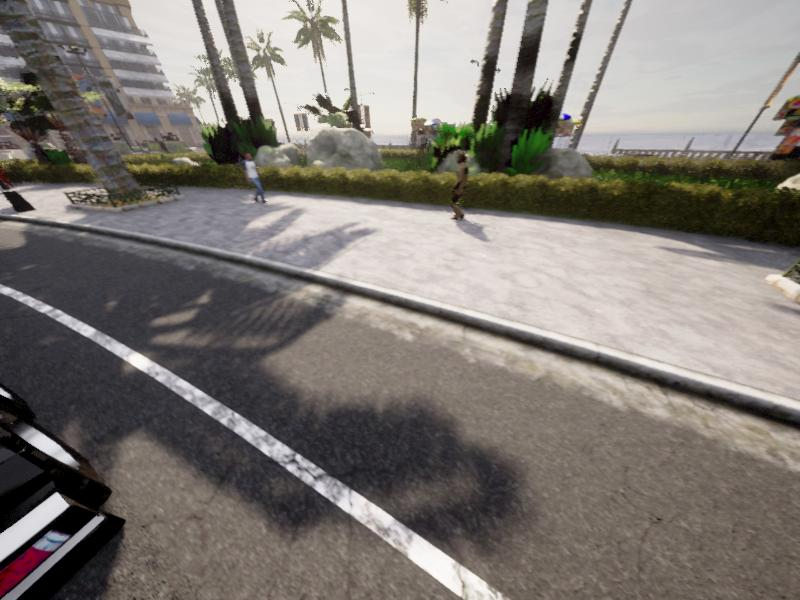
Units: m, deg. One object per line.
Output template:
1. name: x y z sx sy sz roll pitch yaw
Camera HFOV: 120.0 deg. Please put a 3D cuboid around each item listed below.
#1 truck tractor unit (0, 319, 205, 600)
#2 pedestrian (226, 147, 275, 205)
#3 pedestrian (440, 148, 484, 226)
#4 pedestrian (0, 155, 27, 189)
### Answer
1. truck tractor unit: -5.217 -0.177 0.625 6.516 4.208 3.053 14 37 19
2. pedestrian: -5.641 -4.716 8.838 0.751 1.860 0.751 10 36 15
3. pedestrian: 1.716 -3.203 6.575 0.751 1.860 0.751 19 40 25
4. pedestrian: -21.632 -7.021 12.356 0.751 1.860 0.751 6 36 9
